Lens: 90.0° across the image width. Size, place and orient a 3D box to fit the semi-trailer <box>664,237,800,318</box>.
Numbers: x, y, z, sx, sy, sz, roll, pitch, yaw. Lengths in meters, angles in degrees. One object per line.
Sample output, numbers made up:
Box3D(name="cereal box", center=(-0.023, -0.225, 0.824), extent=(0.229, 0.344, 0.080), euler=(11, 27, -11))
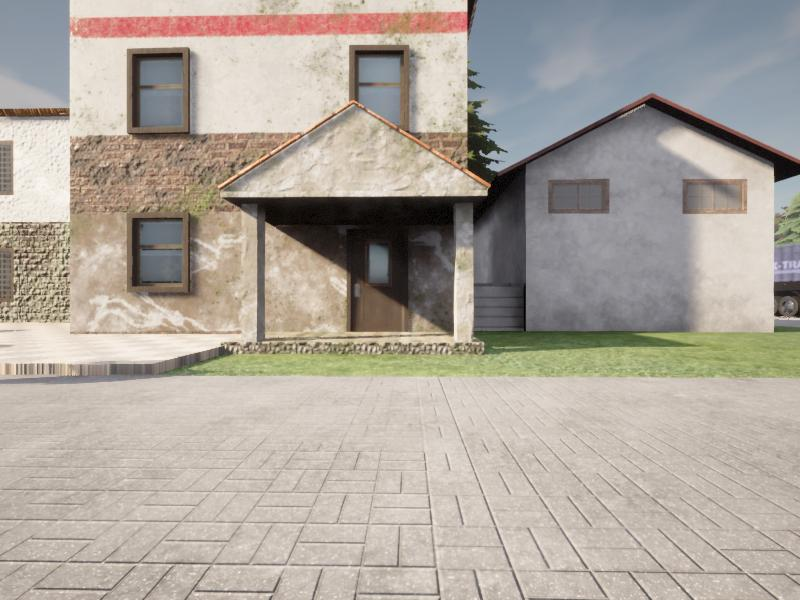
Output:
Box3D(name="semi-trailer", center=(23.330, -1.224, 26.456), extent=(2.717, 4.402, 14.254), euler=(0, 0, 2))
